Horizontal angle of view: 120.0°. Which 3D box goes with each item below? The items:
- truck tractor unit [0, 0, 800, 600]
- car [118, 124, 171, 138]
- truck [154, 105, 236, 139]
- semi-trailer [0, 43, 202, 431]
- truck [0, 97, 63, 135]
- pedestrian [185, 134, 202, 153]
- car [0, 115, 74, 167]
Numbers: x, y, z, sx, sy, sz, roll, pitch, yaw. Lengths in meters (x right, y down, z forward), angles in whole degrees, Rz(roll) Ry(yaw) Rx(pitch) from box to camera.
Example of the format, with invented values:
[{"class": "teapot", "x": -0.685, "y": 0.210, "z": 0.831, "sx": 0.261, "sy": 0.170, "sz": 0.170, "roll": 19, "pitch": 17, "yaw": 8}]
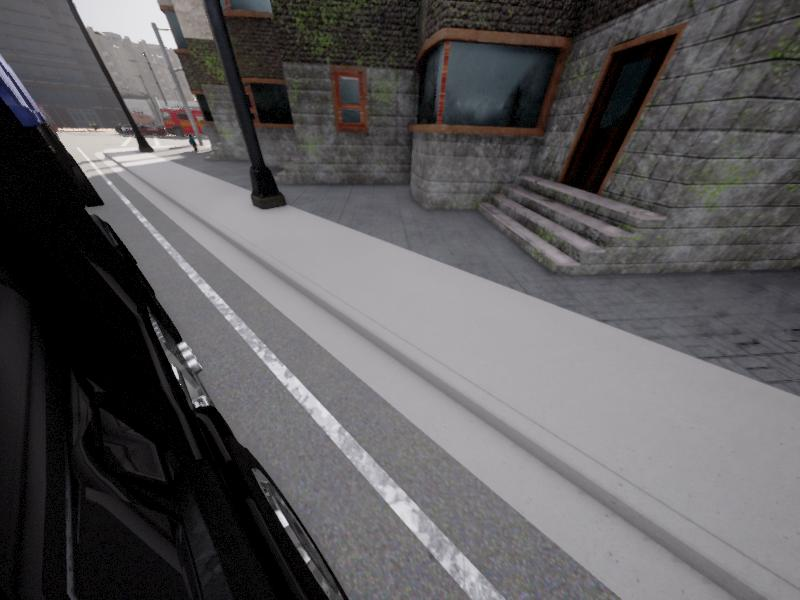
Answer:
[{"class": "truck tractor unit", "x": -2.645, "y": -0.295, "z": 0.351, "sx": 6.516, "sy": 4.208, "sz": 3.053, "roll": 28, "pitch": 44, "yaw": 30}, {"class": "car", "x": -36.405, "y": -24.146, "z": 33.046, "sx": 4.674, "sy": 1.442, "sz": 1.812, "roll": -7, "pitch": 37, "yaw": -12}, {"class": "truck", "x": -31.505, "y": -27.656, "z": 36.001, "sx": 8.468, "sy": 3.827, "sz": 2.891, "roll": -2, "pitch": 37, "yaw": -5}, {"class": "semi-trailer", "x": -8.706, "y": -3.576, "z": 4.254, "sx": 14.254, "sy": 4.402, "sz": 2.717, "roll": 28, "pitch": 44, "yaw": 30}, {"class": "truck", "x": -53.545, "y": -24.962, "z": 31.303, "sx": 8.468, "sy": 3.827, "sz": 2.891, "roll": -2, "pitch": 37, "yaw": -5}, {"class": "pedestrian", "x": -15.186, "y": -11.490, "z": 16.994, "sx": 0.500, "sy": 1.100, "sz": 0.500, "roll": -13, "pitch": 39, "yaw": -20}, {"class": "car", "x": -20.812, "y": -8.975, "z": 12.896, "sx": 5.566, "sy": 2.045, "sz": 2.150, "roll": 28, "pitch": 44, "yaw": 30}]
